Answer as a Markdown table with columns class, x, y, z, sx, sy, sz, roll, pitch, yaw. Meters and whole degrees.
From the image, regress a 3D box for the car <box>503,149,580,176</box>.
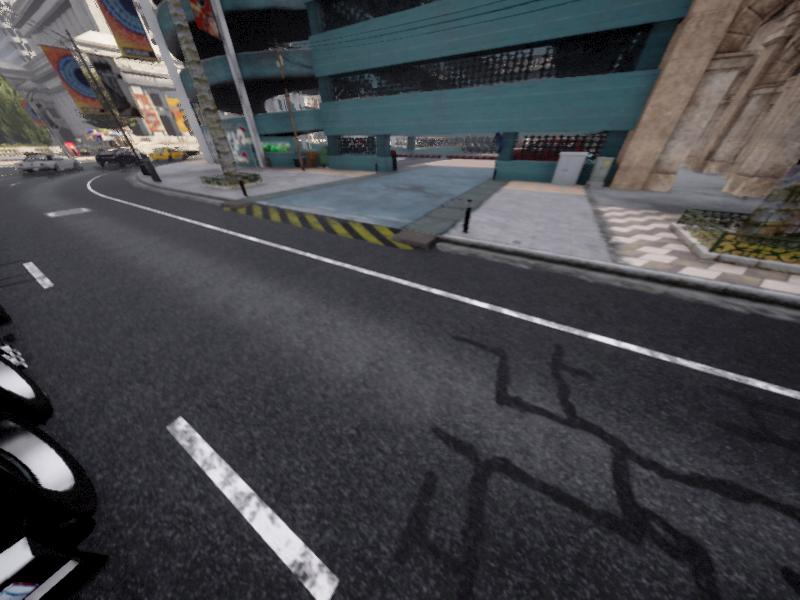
| class | x | y | z | sx | sy | sz | roll | pitch | yaw |
| --- | --- | --- | --- | --- | --- | --- | --- | --- | --- |
| car | 10.599 | -10.504 | 17.551 | 4.514 | 1.523 | 2.007 | 18 | 39 | 24 |

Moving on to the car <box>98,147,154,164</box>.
| class | x | y | z | sx | sy | sz | roll | pitch | yaw |
| --- | --- | --- | --- | --- | --- | --- | --- | --- | --- |
| car | -35.174 | -18.708 | 29.899 | 2.038 | 1.542 | 4.974 | -5 | 36 | -7 |

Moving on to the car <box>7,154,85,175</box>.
| class | x | y | z | sx | sy | sz | roll | pitch | yaw |
| --- | --- | --- | --- | --- | --- | --- | --- | --- | --- |
| car | -32.006 | -12.509 | 21.153 | 1.895 | 1.301 | 4.718 | -16 | 38 | -21 |

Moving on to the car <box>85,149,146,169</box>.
| class | x | y | z | sx | sy | sz | roll | pitch | yaw |
| --- | --- | --- | --- | --- | --- | --- | --- | --- | --- |
| car | -30.099 | -15.126 | 24.706 | 2.128 | 1.511 | 4.902 | -13 | 37 | -18 |

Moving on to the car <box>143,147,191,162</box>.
| class | x | y | z | sx | sy | sz | roll | pitch | yaw |
| --- | --- | --- | --- | --- | --- | --- | --- | --- | --- |
| car | -32.029 | -20.264 | 32.045 | 1.801 | 1.575 | 5.366 | -3 | 35 | -4 |

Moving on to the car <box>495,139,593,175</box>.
| class | x | y | z | sx | sy | sz | roll | pitch | yaw |
| --- | --- | --- | --- | --- | --- | --- | --- | --- | --- |
| car | 10.546 | -10.842 | 17.351 | 5.566 | 2.045 | 2.435 | 18 | 39 | 24 |

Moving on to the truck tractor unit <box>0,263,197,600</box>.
| class | x | y | z | sx | sy | sz | roll | pitch | yaw |
| --- | --- | --- | --- | --- | --- | --- | --- | --- | --- |
| truck tractor unit | -5.116 | -0.295 | 0.783 | 6.516 | 4.208 | 3.053 | 18 | 39 | 24 |
